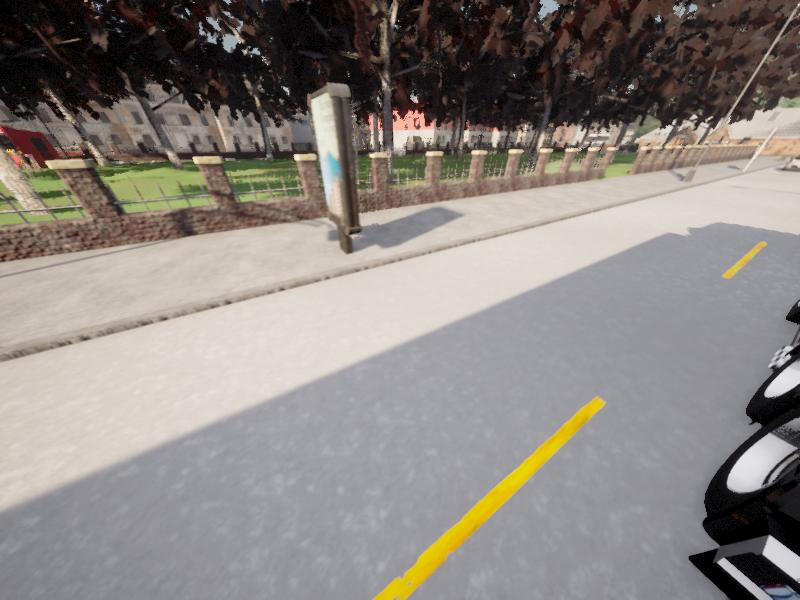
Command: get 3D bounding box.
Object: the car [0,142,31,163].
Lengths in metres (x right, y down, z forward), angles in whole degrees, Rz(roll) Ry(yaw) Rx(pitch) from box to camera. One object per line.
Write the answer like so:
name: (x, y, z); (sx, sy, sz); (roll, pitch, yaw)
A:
car: (-44.087, -15.616, 24.518); (4.605, 1.855, 1.932); (-18, 39, -24)

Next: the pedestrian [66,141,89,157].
pedestrian: (-43.638, -20.485, 31.313); (0.751, 1.860, 0.751); (0, 35, 0)

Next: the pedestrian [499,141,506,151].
pedestrian: (23.329, -35.064, 52.709); (0.751, 1.860, 0.751); (-19, 39, -25)

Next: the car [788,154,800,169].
car: (42.795, -14.449, 23.835); (5.357, 1.411, 2.033); (-19, 39, -25)

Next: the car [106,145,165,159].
car: (-36.455, -20.632, 32.099); (4.902, 1.511, 2.128); (-19, 39, -25)

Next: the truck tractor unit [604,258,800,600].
truck tractor unit: (5.103, -0.306, 0.810); (6.516, 4.208, 3.053); (-18, 39, -25)

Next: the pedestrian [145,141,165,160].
pedestrian: (-29.847, -18.218, 28.144); (0.751, 1.860, 0.751); (-11, 36, -16)
